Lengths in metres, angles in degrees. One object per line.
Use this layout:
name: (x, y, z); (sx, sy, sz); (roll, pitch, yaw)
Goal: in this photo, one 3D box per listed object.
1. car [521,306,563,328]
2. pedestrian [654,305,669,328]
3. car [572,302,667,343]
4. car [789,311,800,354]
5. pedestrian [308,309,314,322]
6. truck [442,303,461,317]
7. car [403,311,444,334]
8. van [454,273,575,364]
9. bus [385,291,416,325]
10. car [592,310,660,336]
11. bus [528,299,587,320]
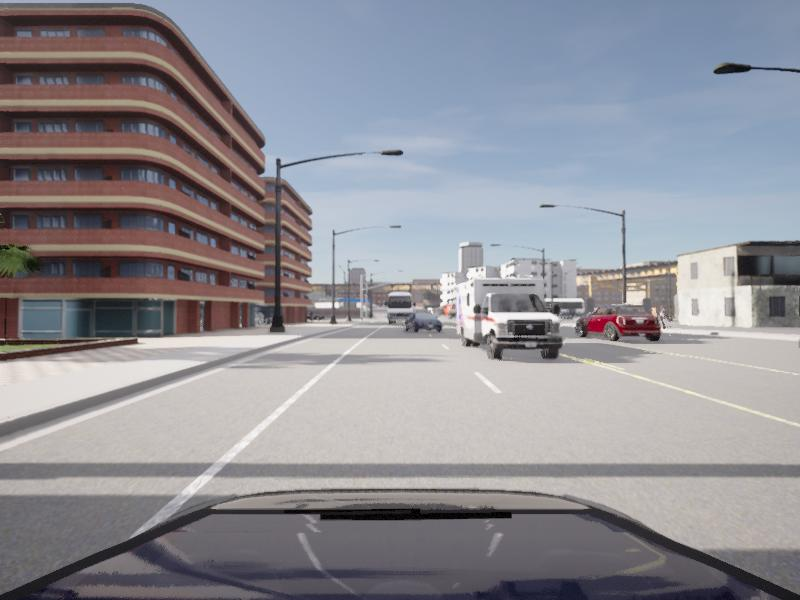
car: (13.945, 1.678, 39.703); (2.150, 2.045, 5.566); (0, -2, 0)
pedestrian: (21.172, 1.309, 32.401); (0.751, 1.860, 0.751); (0, -1, -7)
car: (10.481, 1.035, 19.597); (2.097, 1.767, 4.553); (0, -2, 0)
car: (13.989, 1.028, 11.267); (1.994, 1.385, 4.181); (0, -1, 0)
pedestrian: (-12.964, 2.314, 58.549); (0.751, 1.860, 0.751); (0, -1, -7)
truck: (14.065, 2.720, 109.106); (2.891, 3.827, 8.468); (0, -1, -9)
car: (1.555, 1.532, 28.234); (1.812, 1.442, 4.674); (0, -2, -11)
van: (3.485, 0.555, 13.849); (2.351, 2.431, 6.366); (0, -1, 0)
bus: (0.216, 1.167, 55.390); (3.944, 4.253, 10.273); (0, -2, 2)
car: (13.975, 1.392, 25.062); (1.816, 1.474, 4.193); (0, -2, 0)
bus: (31.656, 1.903, 80.706); (10.273, 4.253, 3.944); (0, -1, -1)
